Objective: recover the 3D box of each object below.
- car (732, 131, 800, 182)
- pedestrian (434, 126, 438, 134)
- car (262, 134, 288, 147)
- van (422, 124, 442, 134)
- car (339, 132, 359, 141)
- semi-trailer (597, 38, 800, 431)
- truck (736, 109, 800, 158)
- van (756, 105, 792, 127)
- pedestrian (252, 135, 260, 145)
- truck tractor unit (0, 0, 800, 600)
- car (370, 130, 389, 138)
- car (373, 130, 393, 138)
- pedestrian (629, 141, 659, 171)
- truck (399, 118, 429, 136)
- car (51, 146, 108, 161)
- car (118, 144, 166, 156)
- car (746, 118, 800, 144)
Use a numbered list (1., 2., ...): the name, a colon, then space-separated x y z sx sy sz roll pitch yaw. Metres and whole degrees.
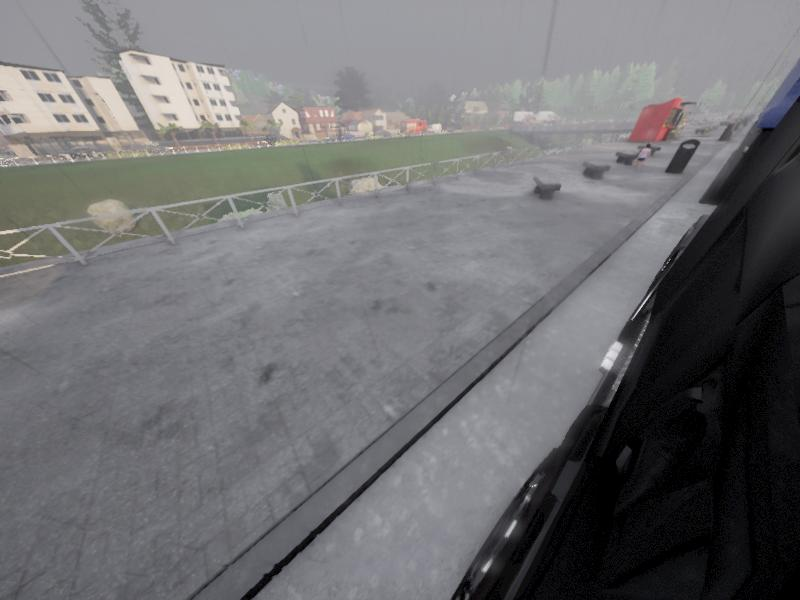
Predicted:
1. car: 16.061 -6.079 9.598 4.181 1.385 1.994 -27 43 -29
2. pedestrian: 9.937 -47.060 63.970 0.751 1.860 0.751 -27 43 -29
3. car: -25.377 -32.556 47.056 3.866 1.878 1.905 -28 43 -29
4. van: 10.209 -54.499 73.599 6.366 2.431 2.351 -28 43 -29
5. car: -12.306 -39.224 55.466 4.193 1.474 1.816 -28 43 -29
6. semi-trailer: 8.717 -3.594 4.207 14.254 4.402 2.717 -28 44 -30
7. truck: 23.459 -10.243 14.070 6.274 2.098 2.390 -27 43 -29
8. van: 61.127 -30.193 37.878 5.915 2.561 1.988 -28 43 -29
9. pedestrian: -32.302 -35.986 51.876 0.751 1.860 0.751 -28 44 -30
10. truck tractor unit: 2.645 -0.295 0.351 6.516 4.208 3.053 -28 44 -30
11. car: -5.718 -45.785 63.769 4.892 1.490 1.837 -28 43 -29
12. car: -4.308 -43.407 60.533 4.792 1.488 2.163 -28 43 -29
13. pedestrian: 11.206 -6.617 10.629 0.500 1.100 0.500 21 43 28
14. truck: 4.098 -48.763 65.177 8.468 3.827 2.891 -28 43 -29
15. car: -49.519 -22.780 35.882 4.892 1.490 1.837 -27 43 -29
16. car: -43.951 -25.743 39.563 5.357 1.411 2.033 -28 43 -29
17. car: 30.756 -13.825 18.873 4.902 1.511 2.128 -27 43 -29
